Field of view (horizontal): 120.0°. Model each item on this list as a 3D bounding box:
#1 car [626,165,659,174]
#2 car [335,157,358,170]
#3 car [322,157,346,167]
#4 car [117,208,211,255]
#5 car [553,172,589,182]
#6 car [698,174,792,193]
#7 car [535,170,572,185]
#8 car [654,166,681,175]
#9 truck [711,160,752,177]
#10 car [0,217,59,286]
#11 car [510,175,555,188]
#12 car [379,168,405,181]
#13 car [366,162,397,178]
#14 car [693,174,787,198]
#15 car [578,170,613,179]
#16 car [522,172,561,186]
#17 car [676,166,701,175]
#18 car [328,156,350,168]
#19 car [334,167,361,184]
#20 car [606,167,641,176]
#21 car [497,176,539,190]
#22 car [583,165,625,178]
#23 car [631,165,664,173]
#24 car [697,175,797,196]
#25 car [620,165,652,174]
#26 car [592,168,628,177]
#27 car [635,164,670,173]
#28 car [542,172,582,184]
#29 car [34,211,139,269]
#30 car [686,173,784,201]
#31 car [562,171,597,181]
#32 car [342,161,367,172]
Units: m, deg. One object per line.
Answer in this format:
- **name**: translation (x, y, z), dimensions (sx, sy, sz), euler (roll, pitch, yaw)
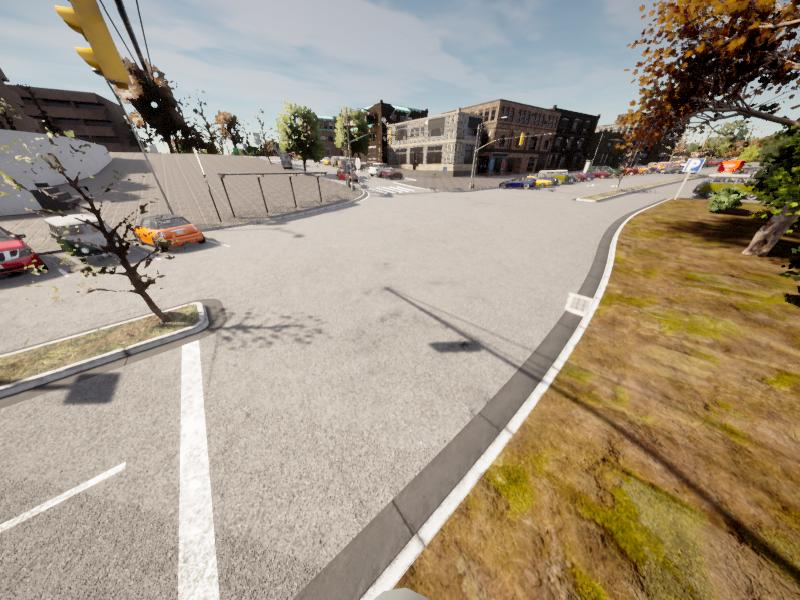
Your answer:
- **car**: translation (54.944, -29.664, 52.587), dimensions (4.892, 1.521, 2.231), euler (22, 38, 35)
- **car**: translation (-10.866, -27.919, 47.185), dimensions (1.878, 1.987, 4.442), euler (21, 37, 23)
- **car**: translation (-14.577, -30.665, 51.280), dimensions (1.946, 1.575, 5.366), euler (21, 37, 23)
- **car**: translation (-13.789, -4.164, 13.541), dimensions (4.553, 1.767, 2.185), euler (15, 35, 27)
- **car**: translation (29.144, -21.005, 39.471), dimensions (4.674, 1.452, 2.002), euler (19, 37, 32)
- **car**: translation (37.900, -13.039, 25.682), dimensions (5.366, 1.575, 1.946), euler (21, 38, 31)
- **car**: translation (24.186, -19.390, 36.497), dimensions (4.442, 1.987, 1.878), euler (19, 36, 31)
- **car**: translation (56.257, -27.236, 48.539), dimensions (4.902, 1.511, 2.128), euler (-18, 34, -25)
- **truck**: translation (58.605, -23.297, 40.858), dimensions (5.204, 2.467, 2.627), euler (-18, 34, -25)
- **car**: translation (-18.453, -2.226, 10.271), dimensions (5.566, 2.045, 2.435), euler (15, 34, 27)
- **car**: translation (19.246, -17.332, 33.735), dimensions (5.366, 1.575, 1.946), euler (18, 36, 31)
- **car**: translation (-1.231, -20.775, 38.067), dimensions (2.002, 1.452, 4.674), euler (21, 37, 23)
- **car**: translation (-3.124, -22.424, 39.795), dimensions (2.435, 2.045, 5.566), euler (21, 37, 23)
- **car**: translation (33.092, -11.306, 22.797), dimensions (4.553, 1.767, 2.185), euler (20, 37, 31)
- **car**: translation (36.781, -23.674, 43.552), dimensions (4.674, 1.452, 2.002), euler (20, 37, 33)
- **car**: translation (21.562, -18.424, 35.211), dimensions (4.553, 1.767, 2.185), euler (19, 36, 31)
- **car**: translation (57.702, -25.937, 46.250), dimensions (4.193, 1.474, 1.816), euler (-18, 34, -25)
- **car**: translation (-12.791, -29.317, 49.059), dimensions (1.878, 1.987, 4.442), euler (21, 37, 23)
- **car**: translation (-7.442, -17.676, 32.740), dimensions (1.851, 1.617, 3.988), euler (-23, 42, -34)
- **car**: translation (47.102, -27.159, 48.787), dimensions (5.008, 1.535, 2.097), euler (21, 38, 34)
- **car**: translation (16.543, -16.502, 32.563), dimensions (4.792, 1.488, 2.163), euler (18, 36, 31)
- **car**: translation (39.365, -24.796, 44.732), dimensions (5.566, 2.045, 2.435), euler (20, 37, 33)
- **car**: translation (57.558, -30.497, 53.847), dimensions (5.008, 1.535, 2.097), euler (22, 37, 35)
- **car**: translation (35.730, -12.037, 24.127), dimensions (5.366, 1.575, 1.946), euler (21, 37, 31)
- **car**: translation (52.328, -28.939, 51.258), dimensions (4.553, 1.767, 2.185), euler (21, 38, 34)
- **car**: translation (41.921, -25.455, 46.197), dimensions (5.008, 1.535, 2.097), euler (20, 37, 33)
- **car**: translation (60.044, -31.365, 55.174), dimensions (5.366, 1.575, 1.946), euler (22, 38, 35)
- **car**: translation (26.611, -20.140, 38.075), dimensions (4.892, 1.521, 2.231), euler (19, 36, 32)
- **car**: translation (-16.054, -3.211, 11.856), dimensions (4.442, 1.987, 1.878), euler (15, 34, 27)
- **car**: translation (30.571, -10.506, 21.390), dimensions (4.442, 1.987, 1.878), euler (20, 38, 31)
- **car**: translation (31.680, -21.906, 40.851), dimensions (4.674, 1.452, 2.002), euler (19, 36, 32)
- **car**: translation (-8.914, -26.385, 45.522), dimensions (2.231, 1.521, 4.892), euler (21, 37, 23)
